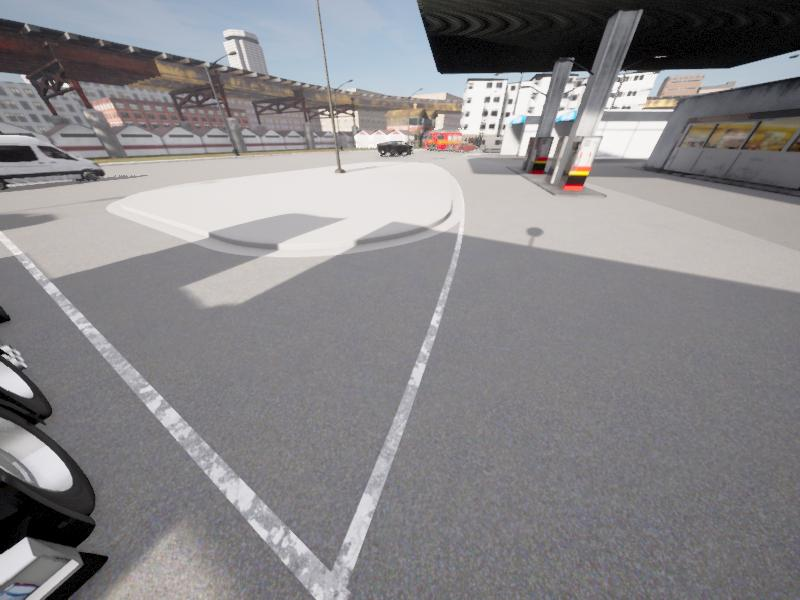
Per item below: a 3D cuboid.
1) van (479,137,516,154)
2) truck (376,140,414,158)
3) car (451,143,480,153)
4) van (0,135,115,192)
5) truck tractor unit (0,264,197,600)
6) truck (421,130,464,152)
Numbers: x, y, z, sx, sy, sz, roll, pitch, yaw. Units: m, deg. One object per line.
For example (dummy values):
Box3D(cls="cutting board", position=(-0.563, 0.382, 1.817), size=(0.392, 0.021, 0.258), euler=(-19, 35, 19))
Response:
Box3D(cls="van", position=(18.540, -29.636, 44.184), size=(5.915, 2.561, 1.988), euler=(-6, 35, -7))
Box3D(cls="truck", position=(-0.611, -23.978, 36.586), size=(2.390, 2.098, 6.274), euler=(25, 42, 32))
Box3D(cls="car", position=(13.118, -30.702, 46.554), size=(5.027, 1.651, 2.152), euler=(-10, 36, -13))
Box3D(cls="van", position=(-22.176, -8.153, 13.640), size=(1.988, 2.561, 5.915), euler=(13, 37, 19))
Box3D(cls="truck tractor unit", position=(-5.111, -0.300, 0.781), size=(6.516, 4.208, 3.053), euler=(18, 39, 24))
Box3D(cls="truck", position=(9.249, -35.121, 50.999), size=(8.468, 3.827, 2.891), euler=(-9, 36, -13))
